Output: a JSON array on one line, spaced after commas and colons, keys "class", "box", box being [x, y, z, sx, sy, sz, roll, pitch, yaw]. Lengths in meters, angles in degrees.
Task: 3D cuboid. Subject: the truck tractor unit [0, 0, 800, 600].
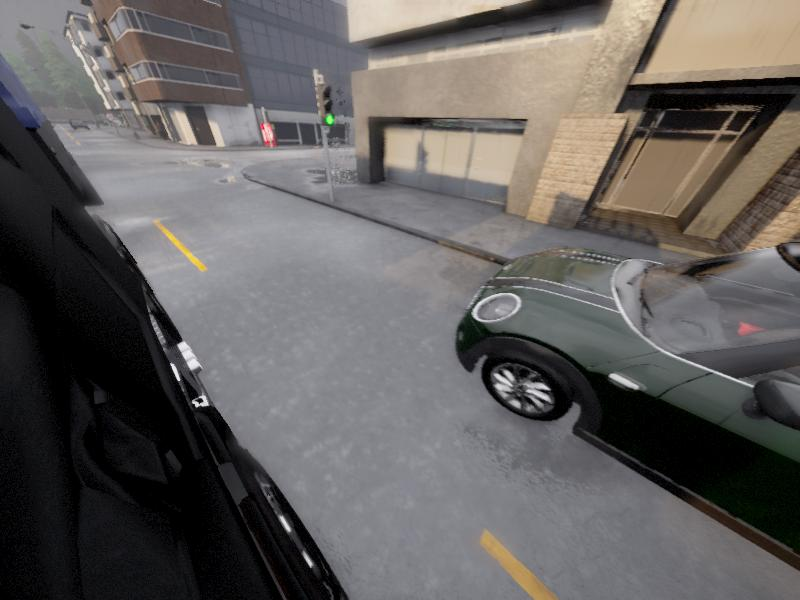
[{"class": "truck tractor unit", "box": [-2.645, -0.295, 0.351, 6.516, 4.208, 3.053, 28, 44, 30]}]

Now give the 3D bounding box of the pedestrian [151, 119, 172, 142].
[{"class": "pedestrian", "box": [-24.923, -17.695, 24.156, 0.751, 1.860, 0.751, 28, 43, 30]}]

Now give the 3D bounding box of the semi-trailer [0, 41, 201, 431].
[{"class": "semi-trailer", "box": [-8.699, -3.591, 4.247, 14.254, 4.402, 2.717, 28, 43, 30]}]

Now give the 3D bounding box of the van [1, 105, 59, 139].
[{"class": "van", "box": [-37.617, -18.171, 23.647, 5.915, 2.561, 1.988, 28, 43, 30]}]

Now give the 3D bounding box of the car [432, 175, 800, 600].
[{"class": "car", "box": [2.823, 0.493, 1.682, 4.553, 1.767, 2.097, 28, 43, 30]}]
